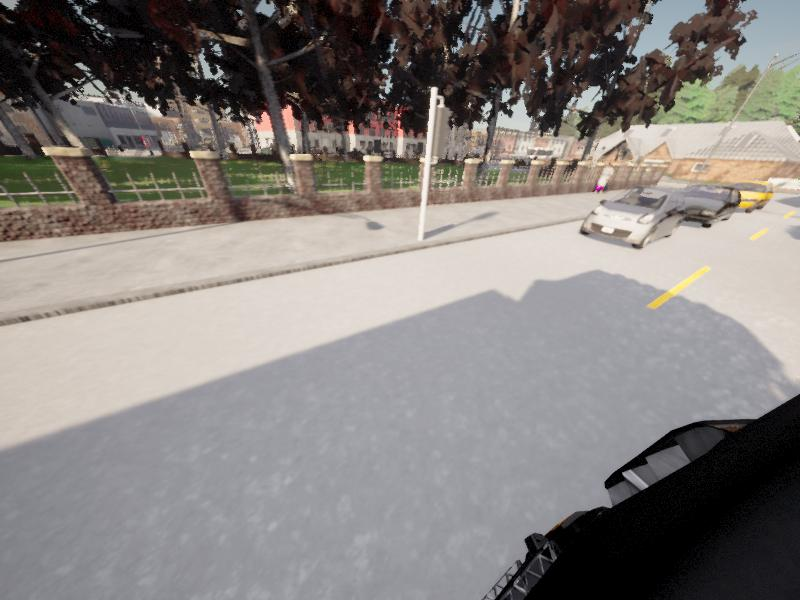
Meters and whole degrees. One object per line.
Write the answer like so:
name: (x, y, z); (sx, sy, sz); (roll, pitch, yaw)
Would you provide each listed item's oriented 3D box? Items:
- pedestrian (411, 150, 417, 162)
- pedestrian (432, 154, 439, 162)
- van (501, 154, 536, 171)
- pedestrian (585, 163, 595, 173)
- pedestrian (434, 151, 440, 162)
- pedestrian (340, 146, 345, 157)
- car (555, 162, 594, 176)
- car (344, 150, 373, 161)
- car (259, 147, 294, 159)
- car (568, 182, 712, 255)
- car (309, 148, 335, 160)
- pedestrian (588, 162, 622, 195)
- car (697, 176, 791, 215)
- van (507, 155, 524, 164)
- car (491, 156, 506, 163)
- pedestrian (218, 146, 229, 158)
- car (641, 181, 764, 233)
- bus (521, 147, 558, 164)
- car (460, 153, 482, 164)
pedestrian: (2.617, -27.170, 43.582); (0.751, 1.860, 0.751); (-15, 37, -25)
pedestrian: (7.029, -28.053, 45.756); (0.751, 1.300, 0.751); (-14, 37, -24)
van: (19.545, -22.821, 38.253); (2.069, 2.038, 4.480); (-16, 38, -26)
pedestrian: (30.192, -21.028, 36.749); (0.751, 1.300, 0.751); (21, 37, 25)
pedestrian: (7.418, -28.575, 46.068); (0.751, 1.860, 0.751); (-4, 34, -10)
pedestrian: (-12.266, -31.684, 49.366); (0.751, 1.860, 0.751); (-23, 41, -34)
car: (24.033, -18.162, 31.969); (1.845, 1.501, 3.633); (-16, 38, -26)
car: (-7.759, -27.030, 43.182); (4.892, 1.490, 1.837); (-16, 38, -27)
car: (-19.803, -23.616, 37.087); (4.514, 1.525, 2.007); (-16, 38, -26)
car: (7.605, -2.777, 7.379); (3.633, 1.501, 1.845); (-17, 38, -27)
car: (-13.582, -25.398, 40.224); (3.705, 1.549, 1.789); (-16, 38, -26)
pedestrian: (13.395, -7.961, 15.149); (0.751, 1.860, 0.751); (-16, 38, -26)
car: (19.894, -6.142, 13.343); (5.366, 1.575, 1.801); (-15, 37, -25)
van: (33.908, -41.457, 68.097); (4.442, 1.987, 1.775); (-16, 38, -26)
car: (27.789, -39.543, 65.125); (3.633, 1.501, 1.845); (-16, 38, -26)
pedestrian: (-23.389, -19.555, 30.622); (0.751, 1.300, 0.751); (-16, 38, -26)
car: (13.463, -4.317, 10.270); (5.357, 1.411, 2.033); (-16, 38, -26)
bus: (43.536, -45.041, 72.176); (10.273, 4.253, 3.944); (-16, 38, -26)
car: (15.445, -30.844, 50.305); (1.905, 1.878, 3.866); (-20, 40, -31)
